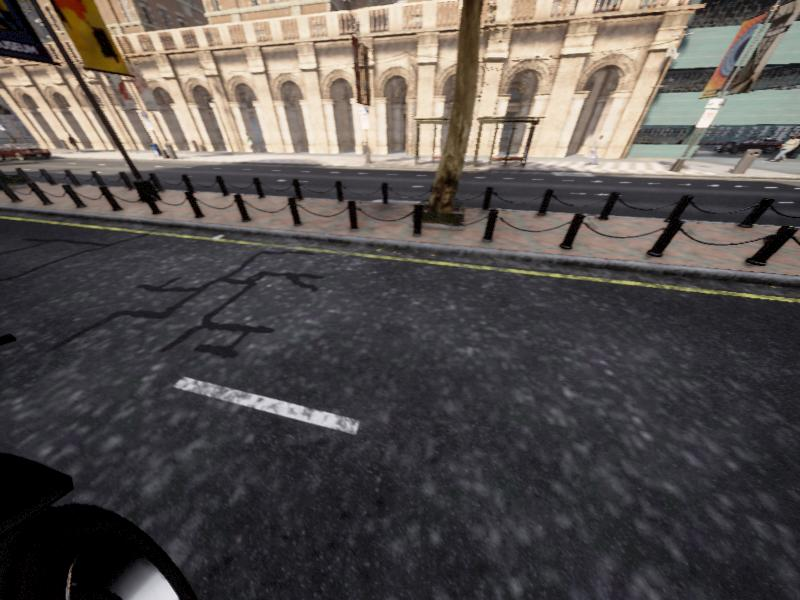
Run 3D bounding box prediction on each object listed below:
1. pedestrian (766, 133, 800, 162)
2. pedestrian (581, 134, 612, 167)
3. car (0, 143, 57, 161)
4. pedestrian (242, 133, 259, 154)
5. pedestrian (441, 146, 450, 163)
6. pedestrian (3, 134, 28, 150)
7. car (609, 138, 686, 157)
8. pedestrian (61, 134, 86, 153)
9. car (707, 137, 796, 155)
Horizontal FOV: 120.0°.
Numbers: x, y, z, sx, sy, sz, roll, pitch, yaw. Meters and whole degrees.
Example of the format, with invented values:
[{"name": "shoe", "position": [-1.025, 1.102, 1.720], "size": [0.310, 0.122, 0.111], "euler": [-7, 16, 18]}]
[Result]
[{"name": "pedestrian", "position": [30.158, -11.831, 17.956], "size": [0.751, 1.860, 0.751], "euler": [4, 36, 5]}, {"name": "pedestrian", "position": [13.540, -10.347, 15.985], "size": [0.751, 1.860, 0.751], "euler": [9, 37, 12]}, {"name": "car", "position": [-36.915, -14.435, 22.504], "size": [4.718, 1.301, 1.895], "euler": [8, 37, 11]}, {"name": "pedestrian", "position": [-16.805, -17.589, 25.975], "size": [0.751, 1.860, 0.751], "euler": [8, 37, 11]}, {"name": "pedestrian", "position": [3.580, -11.422, 18.130], "size": [0.500, 1.100, 0.500], "euler": [8, 37, 11]}, {"name": "pedestrian", "position": [-52.490, -21.599, 31.571], "size": [0.751, 1.860, 0.751], "euler": [8, 37, 11]}, {"name": "car", "position": [25.172, -15.708, 23.727], "size": [4.786, 1.482, 2.161], "euler": [8, 37, 11]}, {"name": "pedestrian", "position": [-39.459, -18.982, 27.954], "size": [0.751, 1.860, 0.751], "euler": [9, 37, 12]}, {"name": "car", "position": [37.400, -16.550, 24.768], "size": [4.902, 1.511, 2.128], "euler": [8, 37, 11]}]
